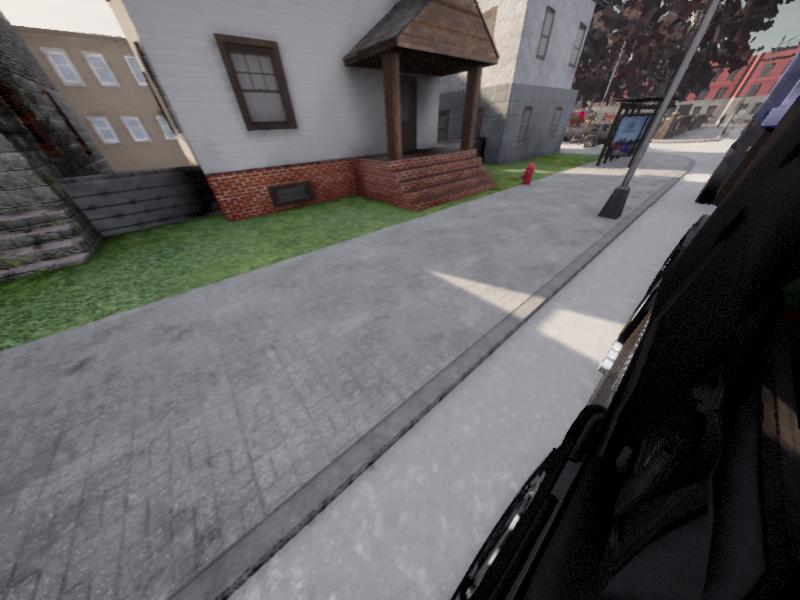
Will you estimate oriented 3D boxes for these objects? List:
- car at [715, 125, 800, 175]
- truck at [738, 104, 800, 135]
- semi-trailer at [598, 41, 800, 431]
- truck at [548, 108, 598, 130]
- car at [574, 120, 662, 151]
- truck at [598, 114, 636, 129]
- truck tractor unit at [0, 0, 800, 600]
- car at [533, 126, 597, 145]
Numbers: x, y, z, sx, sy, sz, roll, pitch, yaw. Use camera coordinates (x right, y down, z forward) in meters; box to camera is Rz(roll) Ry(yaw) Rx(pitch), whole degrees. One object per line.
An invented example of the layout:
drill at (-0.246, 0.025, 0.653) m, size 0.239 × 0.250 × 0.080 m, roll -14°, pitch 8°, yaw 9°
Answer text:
car at (17.294, -7.127, 10.806) m, size 2.128 × 1.511 × 4.902 m, roll 26°, pitch 46°, yaw 32°
truck at (40.774, -20.000, 25.697) m, size 5.204 × 2.467 × 2.627 m, roll -28°, pitch 44°, yaw -30°
semi-trailer at (8.681, -3.618, 4.244) m, size 14.254 × 4.402 × 2.717 m, roll -28°, pitch 44°, yaw -30°
truck at (41.754, -43.931, 56.251) m, size 2.891 × 3.827 × 8.468 m, roll -28°, pitch 44°, yaw -30°
car at (17.706, -13.598, 19.054) m, size 1.932 × 1.855 × 4.605 m, roll -27°, pitch 44°, yaw -29°
truck at (47.673, -39.337, 50.936) m, size 2.627 × 2.467 × 5.204 m, roll -29°, pitch 44°, yaw -30°
truck tractor unit at (2.645, -0.295, 0.351) m, size 6.516 × 4.208 × 3.053 m, roll -28°, pitch 44°, yaw -30°
car at (17.321, -17.458, 24.505) m, size 2.128 × 1.511 × 4.902 m, roll -28°, pitch 44°, yaw -30°
